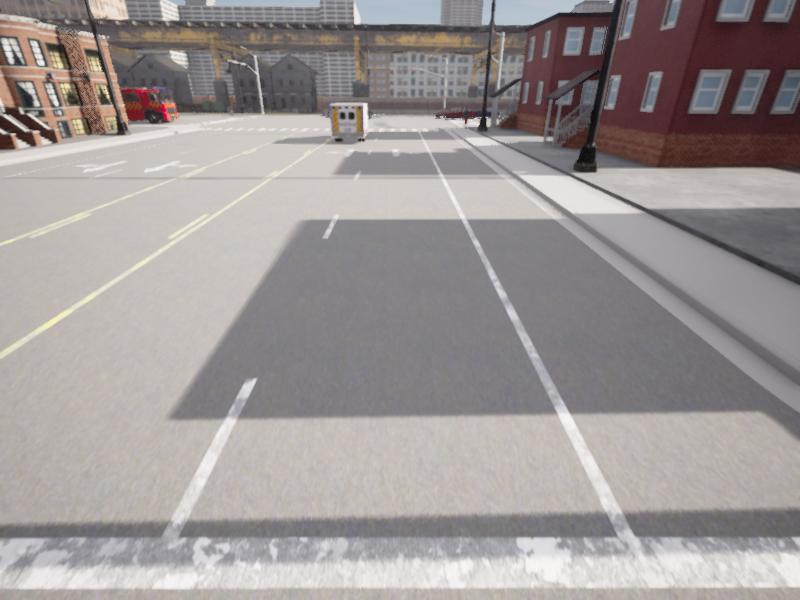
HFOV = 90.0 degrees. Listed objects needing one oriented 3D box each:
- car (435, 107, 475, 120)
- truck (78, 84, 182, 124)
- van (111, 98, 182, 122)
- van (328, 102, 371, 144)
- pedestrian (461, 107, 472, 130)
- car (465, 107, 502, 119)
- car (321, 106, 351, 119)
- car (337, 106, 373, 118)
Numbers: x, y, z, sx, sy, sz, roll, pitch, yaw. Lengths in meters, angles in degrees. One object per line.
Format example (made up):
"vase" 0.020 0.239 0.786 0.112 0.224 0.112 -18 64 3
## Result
"car" 7.288 -24.994 53.571 5.008 1.535 1.882 -2 27 -4
"truck" -29.369 -21.487 43.906 8.468 3.827 2.891 0 27 0
"van" -29.921 -22.496 47.387 6.366 2.431 2.351 1 27 0
"van" -3.509 -13.047 29.283 2.351 2.431 6.366 0 27 0
"pedestrian" 6.034 -16.537 36.389 0.751 1.860 0.751 3 27 5
"car" 11.835 -26.674 56.982 4.674 1.442 1.812 0 27 0
"car" -8.589 -25.204 53.806 3.705 1.549 1.789 0 27 0
"car" -6.353 -26.770 56.936 4.892 1.490 1.837 0 27 0
